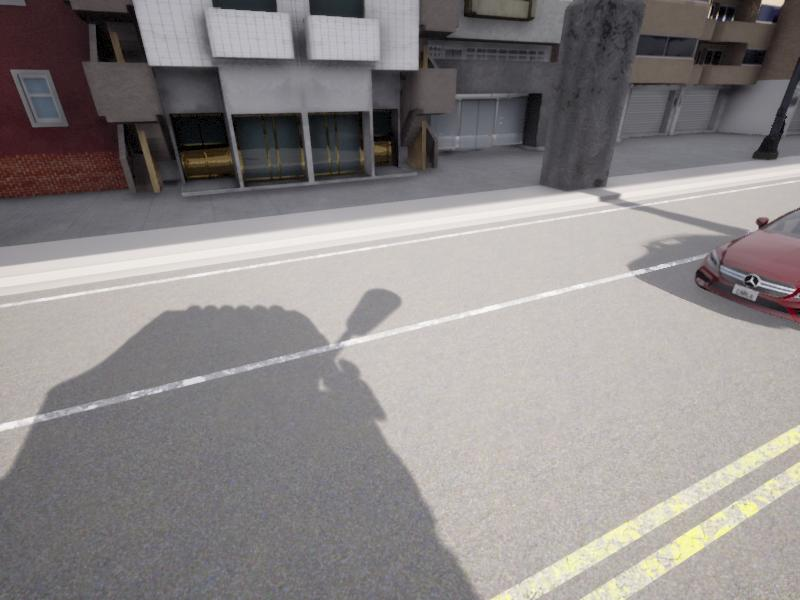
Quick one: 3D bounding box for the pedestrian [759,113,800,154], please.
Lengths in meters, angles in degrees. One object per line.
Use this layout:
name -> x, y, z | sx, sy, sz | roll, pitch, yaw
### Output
pedestrian -> 19.576, -8.613, 20.677 | 0.751, 1.860, 0.751 | -11, 29, -20

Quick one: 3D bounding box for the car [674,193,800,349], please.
car -> 7.073, -0.790, 6.478 | 4.674, 1.442, 1.812 | -12, 29, -21
